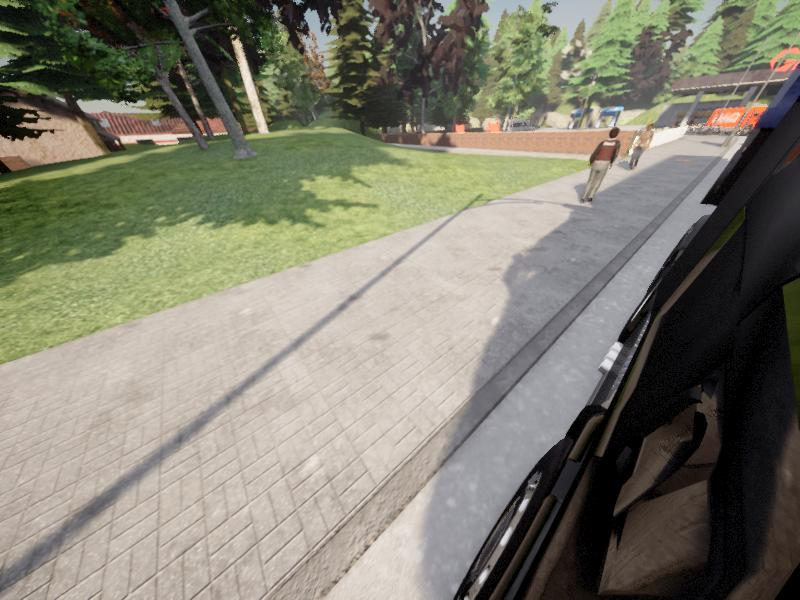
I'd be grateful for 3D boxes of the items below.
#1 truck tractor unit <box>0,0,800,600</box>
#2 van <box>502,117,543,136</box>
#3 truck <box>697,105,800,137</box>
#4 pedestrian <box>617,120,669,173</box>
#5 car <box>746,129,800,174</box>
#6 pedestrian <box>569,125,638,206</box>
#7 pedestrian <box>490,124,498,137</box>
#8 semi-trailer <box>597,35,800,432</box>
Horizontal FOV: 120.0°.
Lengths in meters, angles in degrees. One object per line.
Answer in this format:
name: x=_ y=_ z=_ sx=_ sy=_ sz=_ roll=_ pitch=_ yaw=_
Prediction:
truck tractor unit: x=2.645 y=-0.295 z=0.352 sx=6.516 sy=4.208 sz=3.053 roll=-28 pitch=44 yaw=-30
van: x=22.275 y=-31.687 z=42.399 sx=1.988 sy=2.561 sz=5.915 roll=-27 pitch=43 yaw=-29
truck: x=36.837 y=-19.092 z=24.740 sx=2.627 sy=2.467 sz=5.204 roll=-2 pitch=37 yaw=-3
pedestrian: x=10.731 y=-6.798 z=10.271 sx=0.751 sy=1.860 sz=0.751 roll=-25 pitch=42 yaw=-27
car: x=18.050 y=-6.876 z=10.540 sx=4.181 sy=1.385 sz=1.994 roll=-27 pitch=43 yaw=-29
pedestrian: x=5.702 y=-3.793 z=6.578 sx=0.751 sy=1.860 sz=0.751 roll=28 pitch=46 yaw=34
pedestrian: x=16.864 y=-30.504 z=41.511 sx=0.751 sy=1.860 sz=0.751 roll=-23 pitch=42 yaw=-25
semi-trailer: x=8.743 y=-3.577 z=4.180 sx=14.254 sy=4.402 sz=2.717 roll=-28 pitch=43 yaw=-29
